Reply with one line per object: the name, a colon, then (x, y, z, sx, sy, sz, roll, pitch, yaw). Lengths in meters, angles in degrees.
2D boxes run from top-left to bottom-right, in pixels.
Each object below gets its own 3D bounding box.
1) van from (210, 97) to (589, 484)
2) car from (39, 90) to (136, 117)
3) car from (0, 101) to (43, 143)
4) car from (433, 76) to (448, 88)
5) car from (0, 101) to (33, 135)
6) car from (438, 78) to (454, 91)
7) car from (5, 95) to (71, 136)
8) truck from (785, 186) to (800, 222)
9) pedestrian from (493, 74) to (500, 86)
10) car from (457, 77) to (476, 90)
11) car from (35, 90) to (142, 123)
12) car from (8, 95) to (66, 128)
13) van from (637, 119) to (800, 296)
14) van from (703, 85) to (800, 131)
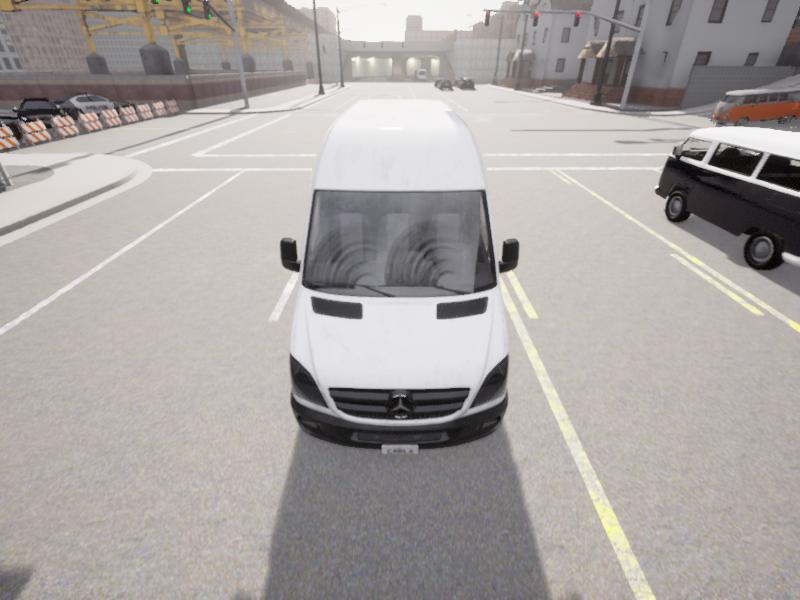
van: (-0.006, -1.039, 5.299, 1.988, 2.561, 5.915, 0, 30, 0)
car: (-20.264, -12.916, 26.202, 1.853, 1.218, 4.536, 15, 34, 24)
car: (-19.438, -7.777, 17.705, 2.038, 1.542, 4.974, 26, 39, 36)
car: (6.987, -37.927, 69.482, 1.930, 1.638, 5.238, 0, 30, 0)
car: (-19.473, -7.894, 17.593, 1.853, 1.218, 4.536, 26, 39, 36)
car: (6.987, -33.134, 61.419, 2.007, 1.525, 4.514, 0, 30, 0)
car: (-19.449, -10.098, 21.686, 2.038, 1.542, 4.974, -20, 36, -31)
truck: (10.378, -1.723, 6.591, 2.627, 2.467, 5.204, 1, 30, 1)
pedestrian: (17.004, -38.836, 70.518, 0.751, 1.860, 0.751, 15, 33, 24)
car: (10.487, -34.223, 63.229, 2.242, 1.667, 4.611, 0, 30, 0)
car: (-20.240, -12.803, 26.321, 2.038, 1.542, 4.974, 15, 34, 24)
car: (-19.480, -10.255, 21.642, 1.853, 1.218, 4.536, -20, 36, -31)
van: (6.999, -2.076, 7.607, 2.069, 2.038, 4.480, 0, 30, 0)
van: (21.399, -11.566, 24.069, 4.442, 1.987, 1.775, -4, 31, 2)
